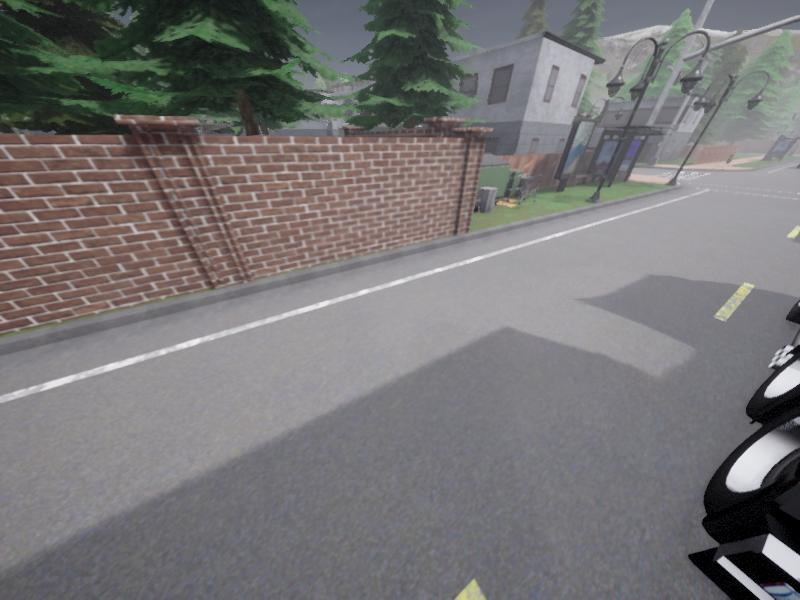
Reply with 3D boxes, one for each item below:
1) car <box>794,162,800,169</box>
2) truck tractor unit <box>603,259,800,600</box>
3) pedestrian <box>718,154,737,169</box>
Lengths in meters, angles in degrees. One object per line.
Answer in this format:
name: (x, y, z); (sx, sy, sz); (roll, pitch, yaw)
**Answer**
car: (41.821, -14.028, 22.621); (5.566, 2.045, 2.150); (-19, 39, -25)
truck tractor unit: (5.108, -0.301, 0.806); (6.516, 4.208, 3.053); (-18, 39, -25)
pedestrian: (29.934, -12.659, 21.100); (0.500, 1.100, 0.500); (-24, 41, -30)
